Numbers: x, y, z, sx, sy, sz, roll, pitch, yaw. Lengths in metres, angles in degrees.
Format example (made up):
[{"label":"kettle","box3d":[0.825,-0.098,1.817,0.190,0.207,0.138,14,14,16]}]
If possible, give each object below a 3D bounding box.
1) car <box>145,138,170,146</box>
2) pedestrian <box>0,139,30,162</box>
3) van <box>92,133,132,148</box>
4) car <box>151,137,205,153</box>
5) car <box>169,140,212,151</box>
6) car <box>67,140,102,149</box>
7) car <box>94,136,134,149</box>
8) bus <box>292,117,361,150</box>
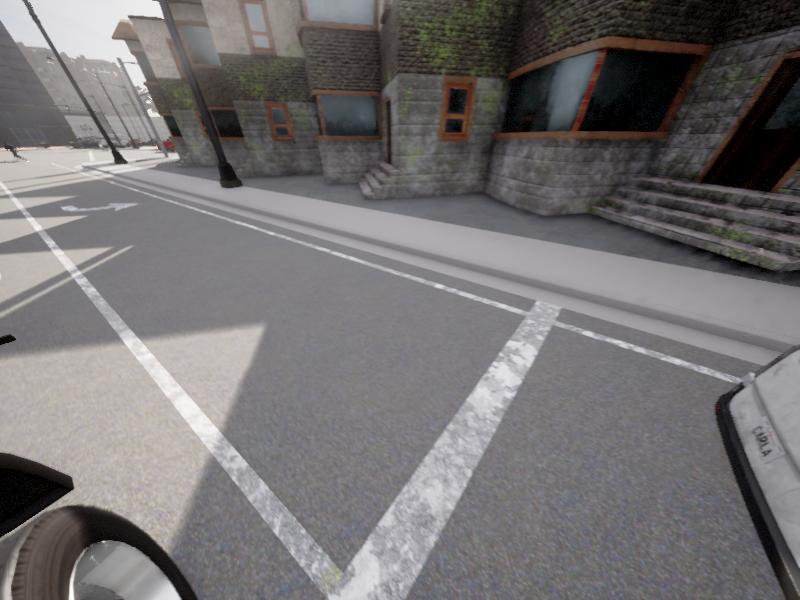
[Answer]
[{"label":"car","box3d":[-62.944,-41.104,60.118,1.930,1.638,5.238,-6,36,-9]},{"label":"pedestrian","box3d":[-38.474,-14.851,22.952,0.751,1.860,0.751,-8,36,-11]},{"label":"van","box3d":[-64.575,-35.901,51.995,1.988,2.561,5.915,-7,36,-9]},{"label":"car","box3d":[-35.345,-24.908,36.972,5.566,2.045,2.150,-7,36,-10]},{"label":"car","box3d":[-36.093,-26.682,39.915,5.008,1.535,1.882,-7,36,-10]},{"label":"car","box3d":[-63.084,-31.223,46.326,1.816,1.474,4.193,-7,36,-9]},{"label":"car","box3d":[-60.217,-33.377,48.883,2.150,2.045,5.566,-6,36,-9]},{"label":"bus","box3d":[-12.334,-28.826,40.018,10.273,4.253,3.944,-8,36,-9]}]
